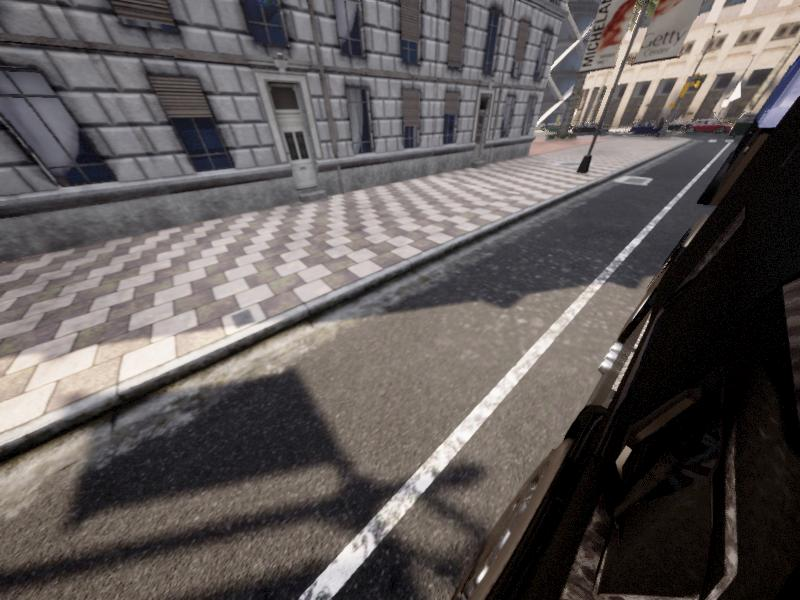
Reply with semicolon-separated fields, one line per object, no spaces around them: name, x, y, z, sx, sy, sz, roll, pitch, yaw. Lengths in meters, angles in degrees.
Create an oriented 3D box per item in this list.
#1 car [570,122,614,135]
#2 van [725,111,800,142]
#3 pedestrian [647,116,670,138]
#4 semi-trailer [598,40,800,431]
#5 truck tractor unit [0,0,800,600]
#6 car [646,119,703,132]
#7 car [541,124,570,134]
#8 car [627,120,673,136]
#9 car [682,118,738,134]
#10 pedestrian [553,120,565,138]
car;30.622;-27.414;36.982;2.128;1.511;4.902;-30;45;-31
van;32.093;-15.469;20.578;1.775;1.987;4.442;17;41;24
pedestrian;27.195;-18.177;24.305;0.751;1.860;0.751;-21;40;-22
semi-trailer;8.702;-3.605;4.219;14.254;4.402;2.717;-28;44;-30
truck tractor unit;2.645;-0.295;0.351;6.516;4.208;3.053;-28;44;-30
car;41.615;-26.523;35.199;2.033;1.411;5.357;-28;43;-29
car;30.371;-33.475;45.193;4.181;1.385;1.994;26;46;33
car;32.888;-22.680;30.517;1.845;1.501;3.633;-29;44;-30
car;38.859;-21.820;29.038;1.970;1.475;3.806;-28;44;-30
pedestrian;21.201;-22.712;30.726;0.751;1.860;0.751;18;41;25
